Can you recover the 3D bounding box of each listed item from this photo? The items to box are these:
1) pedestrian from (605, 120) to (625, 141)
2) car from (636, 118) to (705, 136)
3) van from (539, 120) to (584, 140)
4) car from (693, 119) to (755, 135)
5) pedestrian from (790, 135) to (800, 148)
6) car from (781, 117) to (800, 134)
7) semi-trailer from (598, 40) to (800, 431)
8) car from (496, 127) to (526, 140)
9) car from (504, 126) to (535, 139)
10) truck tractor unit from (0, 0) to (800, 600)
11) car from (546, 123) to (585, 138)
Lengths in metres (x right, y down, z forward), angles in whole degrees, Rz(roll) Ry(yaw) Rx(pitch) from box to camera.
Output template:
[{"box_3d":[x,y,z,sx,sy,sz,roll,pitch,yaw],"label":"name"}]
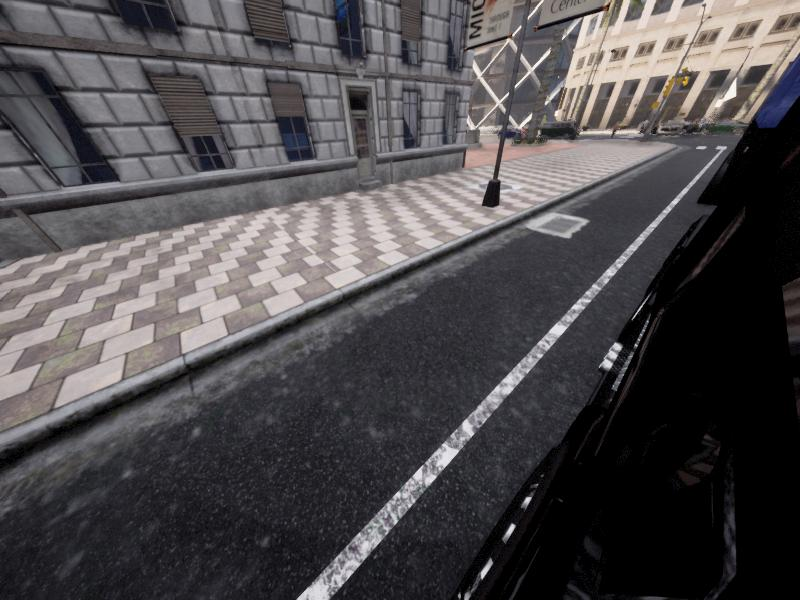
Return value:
[{"box_3d":[23.978,-18.898,25.779,0.751,1.860,0.751,-23,41,-25],"label":"pedestrian"},{"box_3d":[33.861,-21.668,29.078,1.930,1.638,5.238,-28,44,-30],"label":"car"},{"box_3d":[21.963,-23.221,31.620,1.775,1.987,4.442,-30,44,-31],"label":"van"},{"box_3d":[39.328,-21.058,28.147,1.994,1.385,4.181,-28,44,-30],"label":"car"},{"box_3d":[27.084,-11.074,15.133,0.751,1.860,0.751,-25,42,-27],"label":"pedestrian"},{"box_3d":[44.013,-17.808,23.488,2.033,1.411,5.357,-28,43,-30],"label":"car"},{"box_3d":[8.695,-3.609,4.227,14.254,4.402,2.717,-28,44,-30],"label":"semi-trailer"},{"box_3d":[17.141,-25.806,35.755,3.633,1.501,1.845,23,44,30],"label":"car"},{"box_3d":[19.504,-27.359,37.725,3.806,1.475,1.970,24,44,31],"label":"car"},{"box_3d":[2.645,-0.295,0.351,6.516,4.208,3.053,-28,44,-30],"label":"truck tractor unit"},{"box_3d":[24.225,-24.782,33.877,1.851,1.617,3.988,-30,45,-32],"label":"car"}]
